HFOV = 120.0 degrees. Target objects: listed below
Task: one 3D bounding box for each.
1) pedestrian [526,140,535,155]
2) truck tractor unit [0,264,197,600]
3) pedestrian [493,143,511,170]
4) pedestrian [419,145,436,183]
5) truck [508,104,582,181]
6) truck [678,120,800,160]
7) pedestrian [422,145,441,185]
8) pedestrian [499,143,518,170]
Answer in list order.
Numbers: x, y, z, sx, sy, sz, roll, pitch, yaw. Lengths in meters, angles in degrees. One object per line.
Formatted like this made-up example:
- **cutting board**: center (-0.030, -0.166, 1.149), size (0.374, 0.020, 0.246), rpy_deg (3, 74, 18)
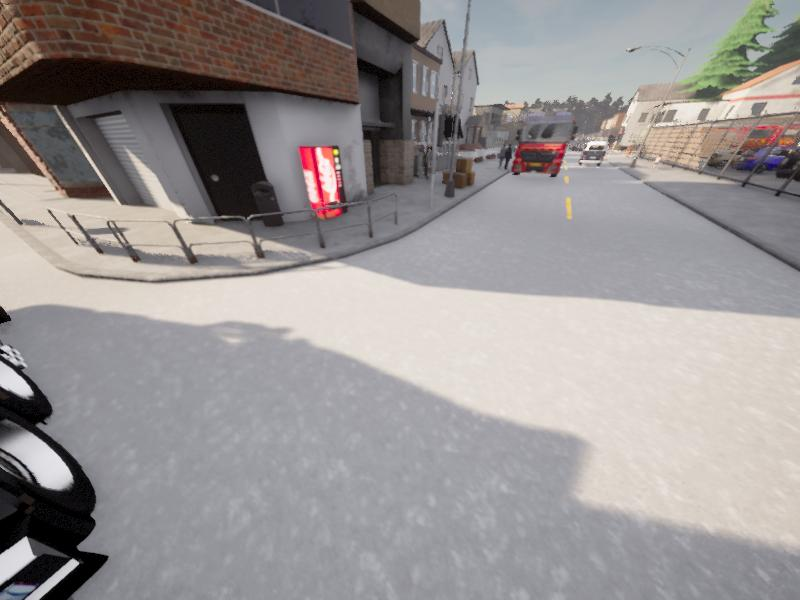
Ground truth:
- **pedestrian**: center (20.012, -23.463, 35.469), size (0.751, 1.860, 0.751), rpy_deg (12, 37, 17)
- **truck tractor unit**: center (-5.113, -0.298, 0.780), size (6.516, 4.208, 3.053), rpy_deg (18, 39, 24)
- **pedestrian**: center (8.581, -12.113, 19.477), size (0.751, 1.860, 0.751), rpy_deg (23, 41, 30)
- **pedestrian**: center (1.602, -7.998, 13.615), size (0.751, 1.860, 0.751), rpy_deg (10, 36, 14)
- **truck**: center (10.892, -11.722, 17.402), size (2.891, 3.827, 8.468), rpy_deg (18, 39, 24)
- **truck**: center (42.505, -20.025, 29.035), size (8.468, 3.827, 2.891), rpy_deg (18, 39, 24)
- **pedestrian**: center (1.764, -7.637, 13.094), size (0.751, 1.860, 0.751), rpy_deg (-7, 35, -9)
- **pedestrian**: center (8.866, -11.762, 18.970), size (0.751, 1.860, 0.751), rpy_deg (-23, 41, -29)
